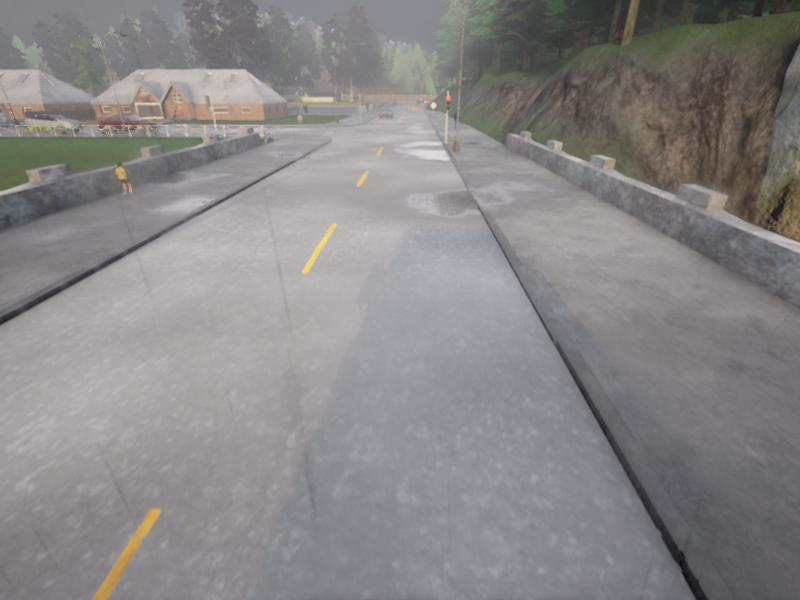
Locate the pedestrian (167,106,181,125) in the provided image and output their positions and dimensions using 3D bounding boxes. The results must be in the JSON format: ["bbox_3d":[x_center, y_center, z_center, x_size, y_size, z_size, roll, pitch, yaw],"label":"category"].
[{"bbox_3d":[-25.468,-20.804,45.087,0.751,1.860,0.751,1,27,1],"label":"pedestrian"}]

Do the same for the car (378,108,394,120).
[{"bbox_3d":[-1.923,-26.700,57.421,1.994,1.385,4.181,1,27,2],"label":"car"}]

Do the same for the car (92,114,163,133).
[{"bbox_3d":[-25.156,-16.367,37.042,5.008,1.535,1.882,1,27,2],"label":"car"}]

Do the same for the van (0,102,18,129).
[{"bbox_3d":[-43.771,-18.853,40.951,6.366,2.431,2.351,1,27,2],"label":"van"}]

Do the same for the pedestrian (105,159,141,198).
[{"bbox_3d":[-8.849,-3.886,12.796,0.500,1.100,0.500,1,27,1],"label":"pedestrian"}]

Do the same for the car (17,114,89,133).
[{"bbox_3d":[-32.197,-16.455,37.234,4.514,1.525,2.007,1,27,2],"label":"car"}]

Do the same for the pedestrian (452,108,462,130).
[{"bbox_3d":[5.382,-17.227,38.051,0.751,1.860,0.751,2,27,3],"label":"pedestrian"}]

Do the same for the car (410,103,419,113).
[{"bbox_3d":[3.028,-39.402,82.037,1.801,1.575,5.366,1,27,2],"label":"car"}]

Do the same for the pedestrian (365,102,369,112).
[{"bbox_3d":[-6.429,-38.044,78.803,0.751,1.860,0.751,-2,27,-3],"label":"pedestrian"}]
